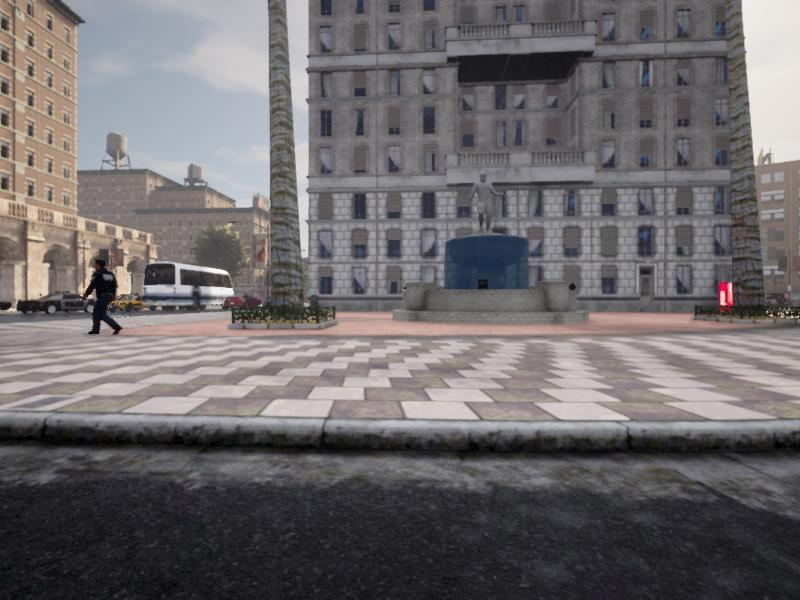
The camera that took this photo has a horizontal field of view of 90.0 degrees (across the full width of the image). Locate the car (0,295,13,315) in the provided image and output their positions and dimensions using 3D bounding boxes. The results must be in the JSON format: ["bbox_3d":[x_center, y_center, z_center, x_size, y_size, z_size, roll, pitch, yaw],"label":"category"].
[{"bbox_3d":[-28.006,0.338,25.513,1.895,1.301,4.718,0,0,4],"label":"car"}]

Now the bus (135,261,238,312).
[{"bbox_3d":[-20.121,-1.139,38.879,3.944,4.253,10.273,0,0,4],"label":"bus"}]

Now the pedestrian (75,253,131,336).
[{"bbox_3d":[-6.891,-0.117,9.317,0.751,1.860,0.751,0,0,2],"label":"pedestrian"}]

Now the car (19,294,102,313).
[{"bbox_3d":[-27.477,0.288,32.690,2.033,1.411,5.357,0,0,4],"label":"car"}]

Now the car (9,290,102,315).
[{"bbox_3d":[-24.275,0.165,28.526,1.930,1.638,5.238,0,0,4],"label":"car"}]

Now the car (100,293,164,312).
[{"bbox_3d":[-23.744,0.196,35.750,1.801,1.575,5.366,0,0,4],"label":"car"}]

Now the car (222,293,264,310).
[{"bbox_3d":[-16.290,0.177,41.768,2.152,1.651,5.027,0,0,4],"label":"car"}]

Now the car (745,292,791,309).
[{"bbox_3d":[41.892,0.053,45.636,1.905,1.878,3.866,0,0,5],"label":"car"}]

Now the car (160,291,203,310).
[{"bbox_3d":[-23.239,0.047,42.752,1.932,1.855,4.605,0,0,4],"label":"car"}]

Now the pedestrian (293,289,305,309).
[{"bbox_3d":[-9.400,-0.117,37.300,0.751,1.860,0.751,0,0,25],"label":"pedestrian"}]
